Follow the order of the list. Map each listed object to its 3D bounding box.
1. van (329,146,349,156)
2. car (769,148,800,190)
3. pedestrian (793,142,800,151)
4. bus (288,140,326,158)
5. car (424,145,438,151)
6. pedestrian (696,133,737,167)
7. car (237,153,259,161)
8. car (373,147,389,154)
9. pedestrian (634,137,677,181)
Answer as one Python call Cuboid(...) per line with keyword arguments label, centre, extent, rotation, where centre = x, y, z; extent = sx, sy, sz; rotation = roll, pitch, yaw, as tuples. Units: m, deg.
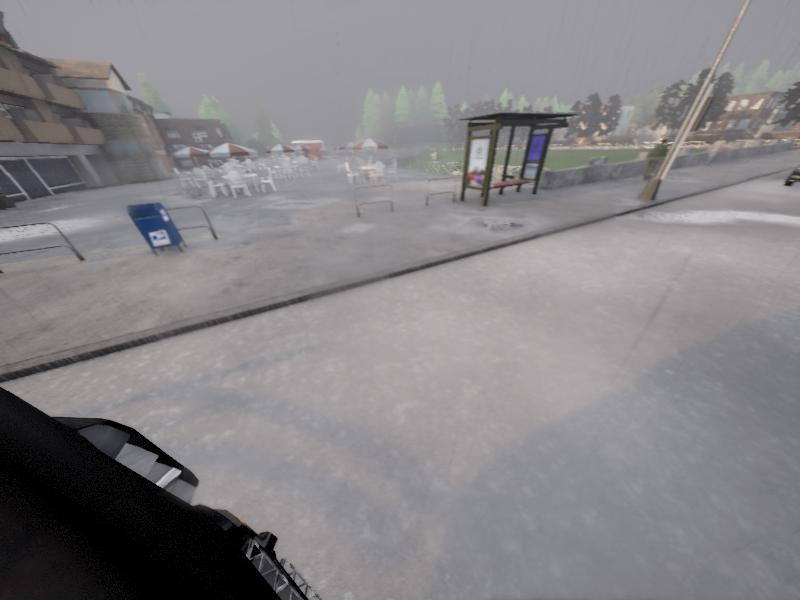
Cuboid(label="van", centre=(-20.605, -50.377, 77.906), extent=(5.915, 2.561, 1.988), rotation=(-17, 37, -21))
Cuboid(label="car", centre=(18.844, -5.696, 9.766), extent=(4.902, 1.511, 2.128), rotation=(-17, 36, -20))
Cuboid(label="pedestrian", centre=(42.003, -16.435, 23.726), extent=(0.751, 1.860, 0.751), rotation=(-19, 37, -23))
Cuboid(label="bus", centre=(-29.554, -48.195, 73.726), extent=(10.273, 4.253, 3.944), rotation=(-17, 37, -21))
Cuboid(label="car", centre=(11.773, -57.515, 87.567), extent=(5.027, 1.651, 2.152), rotation=(-17, 37, -21))
Cuboid(label="pedestrian", centre=(21.276, -10.053, 15.554), extent=(0.751, 1.860, 0.751), rotation=(-16, 36, -20))
Cuboid(label="car", centre=(-42.876, -40.487, 65.449), extent=(4.856, 1.649, 2.033), rotation=(-17, 37, -21))
Cuboid(label="car", centre=(-6.595, -51.877, 80.077), extent=(4.856, 1.649, 2.033), rotation=(-17, 37, -21))
Cuboid(label="pedestrian", centre=(13.079, -7.229, 11.875), extent=(0.751, 1.860, 0.751), rotation=(-29, 42, -33))
